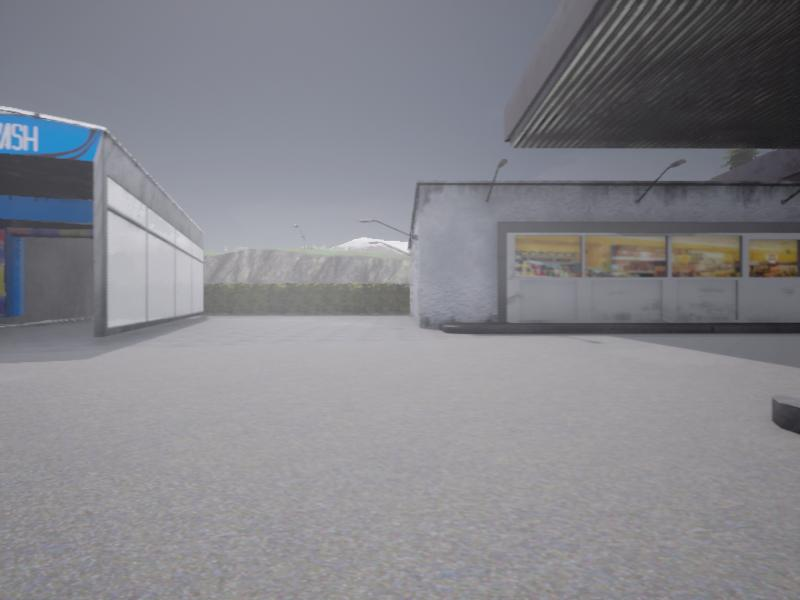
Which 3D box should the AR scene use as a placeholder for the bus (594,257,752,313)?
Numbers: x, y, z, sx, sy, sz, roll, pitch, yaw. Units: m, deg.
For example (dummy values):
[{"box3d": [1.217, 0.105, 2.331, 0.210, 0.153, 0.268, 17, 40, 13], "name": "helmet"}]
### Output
[{"box3d": [21.994, -1.164, 32.837, 10.273, 4.253, 3.944, 0, 0, 0], "name": "bus"}]
